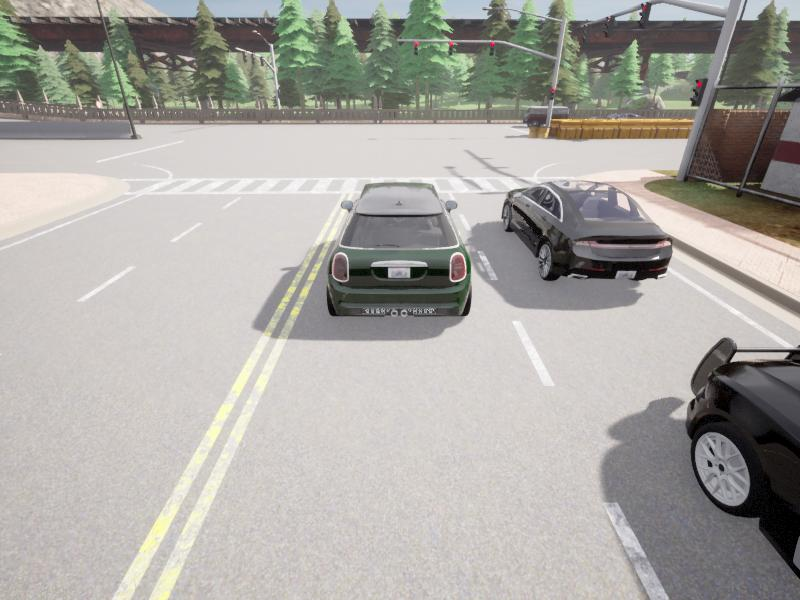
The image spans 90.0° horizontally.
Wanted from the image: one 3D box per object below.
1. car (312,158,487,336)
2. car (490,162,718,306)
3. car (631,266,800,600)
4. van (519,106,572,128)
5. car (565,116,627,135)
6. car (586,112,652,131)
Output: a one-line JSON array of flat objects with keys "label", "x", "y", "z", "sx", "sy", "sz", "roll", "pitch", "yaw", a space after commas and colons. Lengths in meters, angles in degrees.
[{"label": "car", "x": -0.013, "y": -1.316, "z": 7.219, "sx": 2.097, "sy": 1.767, "sz": 4.553, "roll": 0, "pitch": 27, "yaw": 0}, {"label": "car", "x": 3.489, "y": -1.692, "z": 8.262, "sx": 2.128, "sy": 1.511, "sz": 4.902, "roll": 0, "pitch": 27, "yaw": 0}, {"label": "car", "x": 3.501, "y": 1.619, "z": 1.671, "sx": 1.930, "sy": 1.638, "sz": 5.238, "roll": 0, "pitch": 27, "yaw": 0}, {"label": "van", "x": 14.744, "y": -18.660, "z": 40.789, "sx": 4.442, "sy": 1.987, "sz": 1.775, "roll": -1, "pitch": 27, "yaw": -2}, {"label": "car", "x": 16.946, "y": -15.220, "z": 34.764, "sx": 4.181, "sy": 1.385, "sz": 1.994, "roll": -1, "pitch": 27, "yaw": -2}, {"label": "car", "x": 20.691, "y": -16.939, "z": 37.958, "sx": 4.902, "sy": 1.511, "sz": 2.128, "roll": -1, "pitch": 27, "yaw": -2}]
